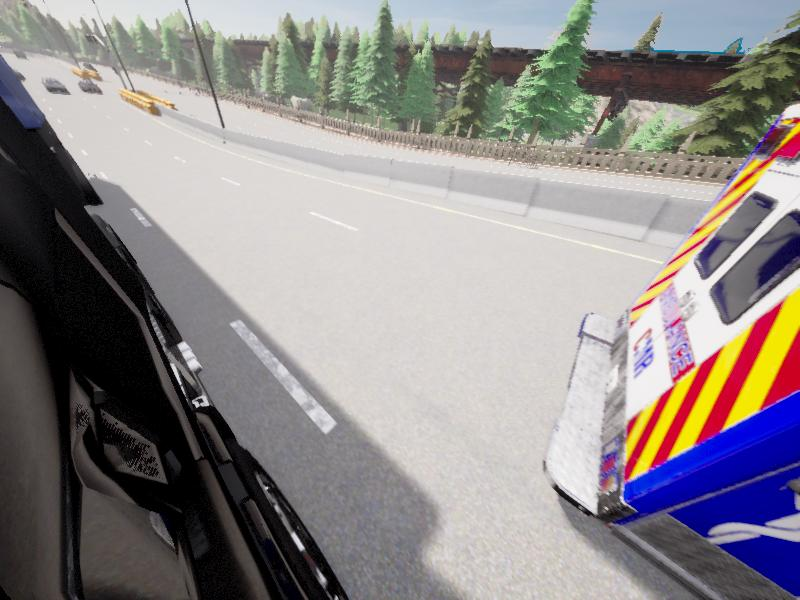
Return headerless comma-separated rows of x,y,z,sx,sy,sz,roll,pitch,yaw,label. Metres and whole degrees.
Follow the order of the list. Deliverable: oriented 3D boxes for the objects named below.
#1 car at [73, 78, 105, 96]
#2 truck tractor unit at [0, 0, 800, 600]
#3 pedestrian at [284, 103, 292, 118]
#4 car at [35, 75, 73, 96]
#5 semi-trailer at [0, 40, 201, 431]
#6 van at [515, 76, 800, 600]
-46.143,-31.638,34.303,4.181,1.385,1.994,34,46,25,car
-2.645,-0.295,0.352,6.516,4.208,3.053,28,44,30,truck tractor unit
-20.085,-33.898,41.341,0.751,1.860,0.751,34,46,26,pedestrian
-46.074,-28.581,30.764,5.357,1.411,2.033,34,46,25,car
-8.699,-3.599,4.233,14.254,4.402,2.717,28,43,30,semi-trailer
4.093,1.306,0.148,6.366,2.431,2.351,28,43,30,van
